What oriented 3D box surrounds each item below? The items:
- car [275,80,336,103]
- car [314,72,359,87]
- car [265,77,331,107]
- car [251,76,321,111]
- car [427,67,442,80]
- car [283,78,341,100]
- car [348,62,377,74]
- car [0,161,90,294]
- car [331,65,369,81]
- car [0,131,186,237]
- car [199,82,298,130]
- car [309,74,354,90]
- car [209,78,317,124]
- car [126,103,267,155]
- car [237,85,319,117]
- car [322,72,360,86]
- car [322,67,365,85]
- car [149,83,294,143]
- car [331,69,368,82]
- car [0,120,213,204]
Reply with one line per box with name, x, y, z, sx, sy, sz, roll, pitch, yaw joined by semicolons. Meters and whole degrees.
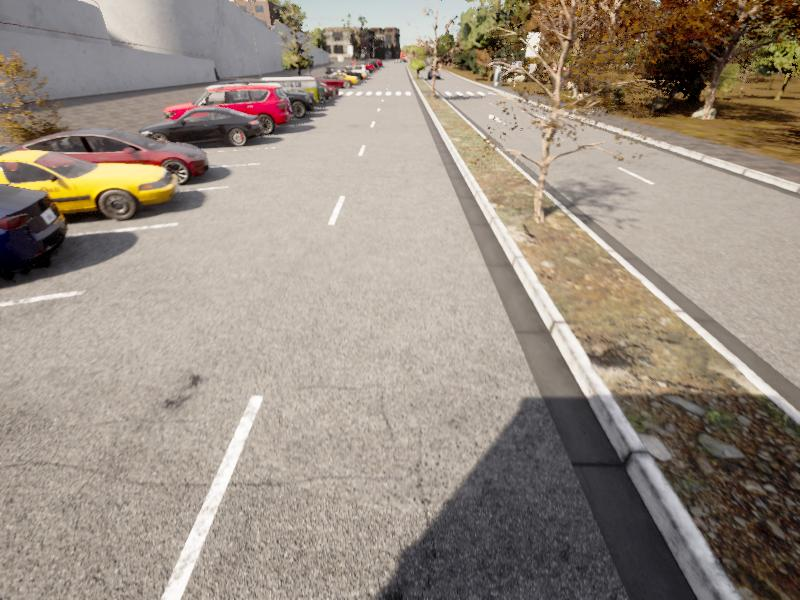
car;-8.073;-17.858;34.208;4.674;1.452;2.002;-11;33;-17
car;-8.254;-28.735;52.110;5.366;1.575;1.946;-11;33;-17
car;-8.049;-16.462;31.579;4.553;1.767;2.185;-11;33;-17
car;-8.188;-14.975;28.930;4.442;1.987;1.878;-11;33;-17
car;5.742;-38.237;67.505;2.033;1.649;4.856;0;32;0
car;-8.053;-19.429;36.785;4.792;1.488;2.163;-11;32;-17
car;-8.069;-49.538;85.238;5.566;2.045;2.435;-12;33;-16
car;-8.097;-0.928;6.071;4.792;1.488;2.163;-11;32;-17
car;-8.114;-36.812;64.840;5.566;2.045;2.435;-11;33;-17
car;-7.899;-2.530;8.690;5.366;1.575;1.946;-11;32;-17
car;-7.969;-10.392;21.347;4.442;1.987;1.878;-11;32;-17
car;-8.055;-25.642;47.058;4.792;1.488;2.163;-11;32;-17
car;-8.054;-11.941;23.861;5.566;2.045;2.435;-11;32;-17
car;-8.069;-7.057;16.335;4.674;1.452;2.002;-11;33;-17
car;-8.070;-13.261;26.532;4.892;1.521;2.231;-11;33;-17
car;-8.087;-30.296;54.758;4.674;1.452;2.002;-11;33;-17
car;-8.061;-32.113;57.187;5.566;2.045;2.435;-11;33;-17
car;-8.103;-8.838;18.730;5.566;2.045;2.435;-11;33;-17
car;-7.913;-35.067;62.476;5.366;1.575;1.946;-11;33;-17
car;-8.045;-4.000;11.221;4.792;1.488;2.163;-11;32;-17
